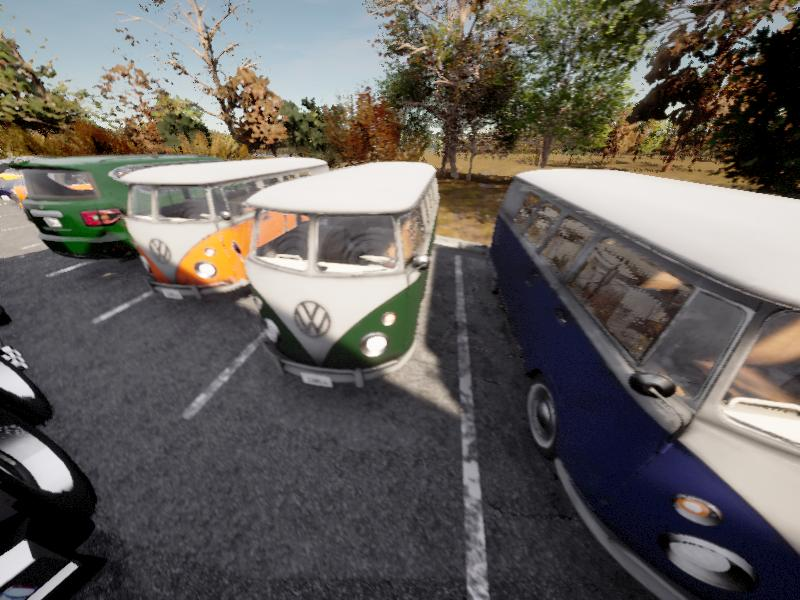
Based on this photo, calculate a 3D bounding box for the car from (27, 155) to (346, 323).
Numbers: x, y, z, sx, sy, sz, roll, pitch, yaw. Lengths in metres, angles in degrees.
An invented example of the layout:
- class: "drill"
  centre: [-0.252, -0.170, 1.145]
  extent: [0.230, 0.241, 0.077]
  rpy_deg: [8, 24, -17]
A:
- class: "car"
  centre: [-2.964, -1.793, 4.884]
  extent: [1.878, 1.987, 4.442]
  rpy_deg: [6, 35, 8]

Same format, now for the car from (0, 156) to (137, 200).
- class: "car"
  centre: [-19.075, -7.068, 13.021]
  extent: [1.946, 1.575, 5.366]
  rpy_deg: [6, 34, 9]

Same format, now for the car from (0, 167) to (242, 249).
- class: "car"
  centre: [-8.091, -3.322, 7.601]
  extent: [2.002, 1.452, 4.674]
  rpy_deg: [6, 35, 8]

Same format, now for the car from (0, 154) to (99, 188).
- class: "car"
  centre: [-24.965, -8.889, 15.697]
  extent: [2.231, 1.521, 4.892]
  rpy_deg: [6, 35, 8]

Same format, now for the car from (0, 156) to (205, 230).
- class: "car"
  centre: [-10.677, -4.284, 8.718]
  extent: [2.185, 1.767, 4.553]
  rpy_deg: [6, 35, 9]

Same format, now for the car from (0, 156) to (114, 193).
- class: "car"
  centre: [-22.038, -7.920, 14.278]
  extent: [2.231, 1.521, 4.892]
  rpy_deg: [6, 35, 9]

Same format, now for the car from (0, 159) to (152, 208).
- class: "car"
  centre: [-16.171, -5.961, 11.453]
  extent: [2.163, 1.488, 4.792]
  rpy_deg: [6, 35, 8]

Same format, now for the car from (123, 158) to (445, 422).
- class: "car"
  centre: [-0.388, -0.952, 3.651]
  extent: [1.878, 1.987, 4.442]
  rpy_deg: [6, 35, 8]

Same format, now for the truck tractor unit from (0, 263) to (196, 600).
- class: "truck tractor unit"
  centre: [-5.107, -0.303, 0.790]
  extent: [6.516, 4.208, 3.053]
  rpy_deg: [18, 39, 24]

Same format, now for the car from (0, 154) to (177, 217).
- class: "car"
  centre: [-13.231, -5.161, 10.004]
  extent: [2.185, 1.767, 4.553]
  rpy_deg: [6, 35, 8]

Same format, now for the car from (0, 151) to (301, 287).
- class: "car"
  centre: [-5.517, -2.737, 6.225]
  extent: [2.435, 2.045, 5.566]
  rpy_deg: [6, 35, 8]

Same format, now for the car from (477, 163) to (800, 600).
- class: "car"
  centre: [2.188, -0.111, 2.416]
  extent: [1.878, 1.987, 4.442]
  rpy_deg: [6, 35, 8]

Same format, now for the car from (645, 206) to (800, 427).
- class: "car"
  centre: [4.748, 0.954, 1.250]
  extent: [1.946, 1.575, 5.366]
  rpy_deg: [6, 35, 8]
